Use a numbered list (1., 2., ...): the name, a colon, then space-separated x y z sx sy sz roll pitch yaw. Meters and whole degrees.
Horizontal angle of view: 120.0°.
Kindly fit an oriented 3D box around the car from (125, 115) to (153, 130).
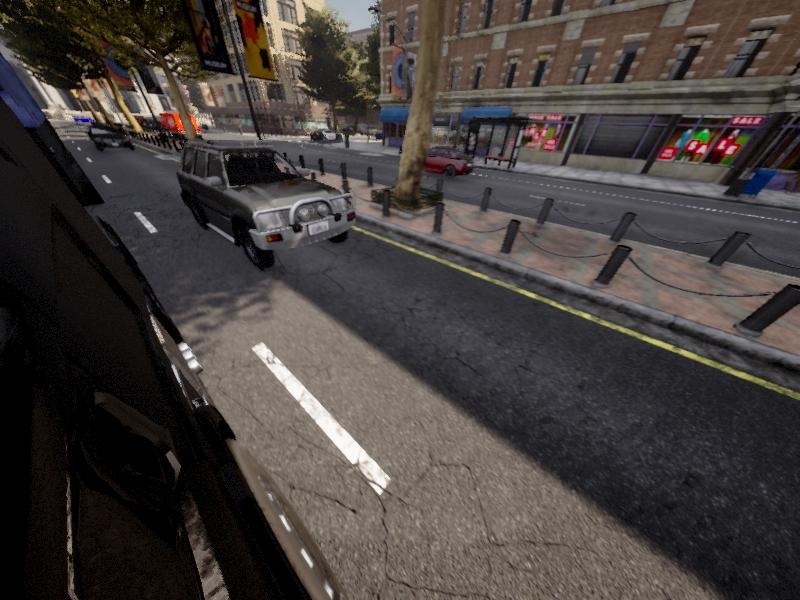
1. car: -47.333 -32.245 41.925 5.566 2.045 2.150 30 44 31

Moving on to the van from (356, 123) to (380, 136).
1. van: -8.353 -44.097 59.857 6.366 2.431 2.351 28 44 30

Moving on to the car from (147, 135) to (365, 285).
1. car: -3.123 -2.330 4.994 4.605 1.855 1.932 28 43 30

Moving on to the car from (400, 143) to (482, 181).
1. car: 2.288 -8.241 13.630 4.181 1.385 1.994 28 44 30

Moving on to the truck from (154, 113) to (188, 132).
1. truck: -40.826 -31.703 41.256 5.204 2.467 2.627 28 44 30

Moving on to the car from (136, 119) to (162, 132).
1. car: -42.142 -29.315 38.713 3.988 1.617 1.851 28 44 30

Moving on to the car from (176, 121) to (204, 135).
1. car: -33.318 -27.375 36.686 3.988 1.617 1.851 28 43 29

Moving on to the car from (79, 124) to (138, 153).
1. car: -21.383 -11.880 16.926 4.674 1.442 1.812 28 44 30

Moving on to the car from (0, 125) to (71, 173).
1. car: -17.937 -7.340 11.049 4.892 1.490 1.837 28 44 30

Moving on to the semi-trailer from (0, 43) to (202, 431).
1. semi-trailer: -8.691 -3.613 4.232 14.254 4.402 2.717 28 44 30

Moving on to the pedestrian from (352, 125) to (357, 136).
1. pedestrian: -9.581 -35.574 48.601 0.751 1.860 0.751 -23 44 -30

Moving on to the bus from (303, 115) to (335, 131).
1. bus: -30.308 -66.881 87.306 3.944 4.253 10.273 28 44 30

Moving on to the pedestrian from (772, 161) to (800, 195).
1. pedestrian: 20.173 -6.348 11.531 0.751 1.860 0.751 -27 46 -34

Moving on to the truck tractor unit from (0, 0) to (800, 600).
1. truck tractor unit: -2.645 -0.295 0.351 6.516 4.208 3.053 28 44 30

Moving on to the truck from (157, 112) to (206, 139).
1. truck: -27.201 -21.691 28.777 5.204 2.467 2.627 28 44 30

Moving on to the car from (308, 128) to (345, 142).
1. car: -10.666 -24.230 33.979 2.038 1.542 4.974 22 40 23

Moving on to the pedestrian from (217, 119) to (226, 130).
1. pedestrian: -38.913 -38.326 50.419 0.751 1.860 0.751 26 43 28

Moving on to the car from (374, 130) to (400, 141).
1. car: -2.320 -30.396 42.721 1.882 1.535 5.008 27 43 29
